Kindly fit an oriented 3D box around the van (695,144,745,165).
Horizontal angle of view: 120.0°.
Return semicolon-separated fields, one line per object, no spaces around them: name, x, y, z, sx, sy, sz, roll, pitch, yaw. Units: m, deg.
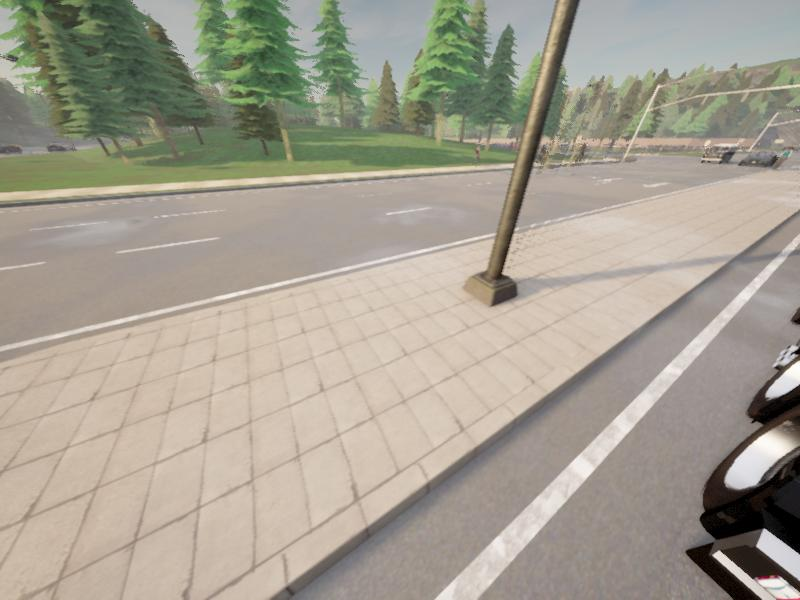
van;38.875;-17.749;28.064;4.480;2.038;2.069;-17;38;-24

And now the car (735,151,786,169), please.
car;39.084;-15.257;25.070;4.181;1.385;1.994;-17;39;-24

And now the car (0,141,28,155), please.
car;-62.310;-23.839;36.201;2.033;1.649;4.856;-17;39;-24

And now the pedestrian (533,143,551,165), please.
pedestrian;14.677;-15.151;23.931;0.751;1.860;0.751;-9;36;-13

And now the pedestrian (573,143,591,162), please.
pedestrian;21.518;-17.497;27.363;0.751;1.860;0.751;-12;37;-18

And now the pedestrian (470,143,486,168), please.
pedestrian;7.062;-13.182;21.034;0.751;1.860;0.751;-17;38;-23

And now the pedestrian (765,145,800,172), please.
pedestrian;32.568;-12.039;19.652;0.751;1.860;0.751;-18;39;-25

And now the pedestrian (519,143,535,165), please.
pedestrian;13.092;-15.100;23.843;0.751;1.860;0.751;-21;40;-28

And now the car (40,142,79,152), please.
car;-62.685;-28.325;42.687;2.038;1.542;4.974;-17;39;-24

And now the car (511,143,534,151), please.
car;32.207;-40.443;60.971;2.038;1.542;4.974;-17;39;-24

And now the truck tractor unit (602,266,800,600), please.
truck tractor unit;5.114;-0.298;0.781;6.516;4.208;3.053;-18;39;-24
